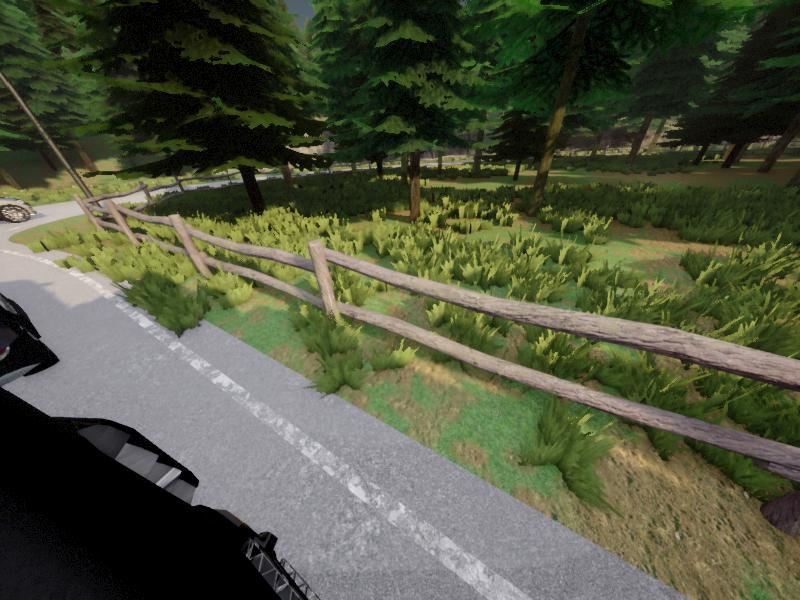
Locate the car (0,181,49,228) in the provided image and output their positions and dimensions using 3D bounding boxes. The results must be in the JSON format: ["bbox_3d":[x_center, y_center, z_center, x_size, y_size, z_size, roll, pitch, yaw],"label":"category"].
[{"bbox_3d":[-19.087,-3.502,9.245,2.152,1.651,5.027,12,36,20],"label":"car"}]

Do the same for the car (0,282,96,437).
[{"bbox_3d":[-6.247,0.276,2.532,4.856,1.649,2.033,14,37,24],"label":"car"}]
